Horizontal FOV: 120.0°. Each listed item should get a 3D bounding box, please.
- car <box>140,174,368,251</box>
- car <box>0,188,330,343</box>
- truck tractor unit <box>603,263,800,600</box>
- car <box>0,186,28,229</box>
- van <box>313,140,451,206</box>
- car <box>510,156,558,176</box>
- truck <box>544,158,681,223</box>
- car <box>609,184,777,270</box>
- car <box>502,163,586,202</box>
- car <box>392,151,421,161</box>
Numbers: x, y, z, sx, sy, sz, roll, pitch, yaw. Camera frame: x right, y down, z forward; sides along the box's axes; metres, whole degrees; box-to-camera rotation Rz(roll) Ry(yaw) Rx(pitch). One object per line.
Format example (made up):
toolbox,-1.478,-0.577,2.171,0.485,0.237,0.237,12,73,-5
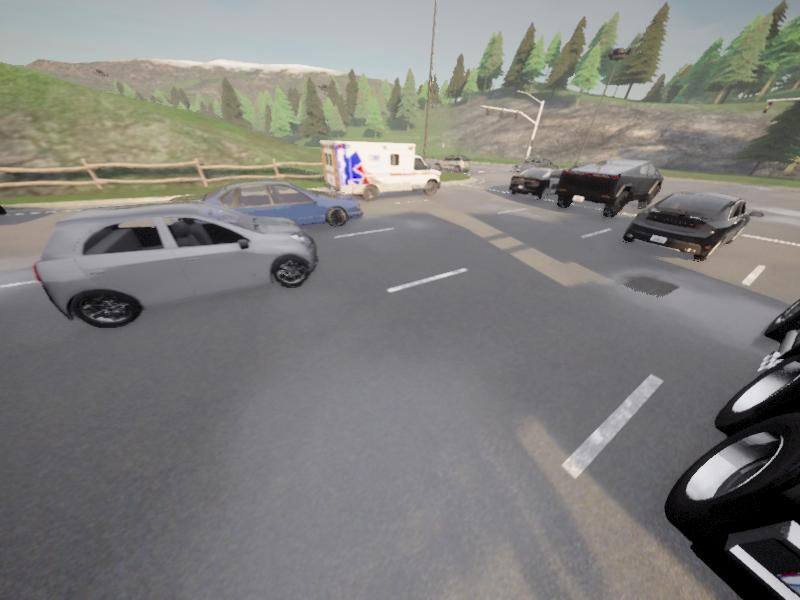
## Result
car,-3.948,-3.027,7.349,5.357,1.411,2.033,-17,38,-26
car,-3.452,-0.960,4.203,3.633,1.501,1.845,-17,38,-25
truck tractor unit,5.219,-0.150,0.893,6.516,4.208,3.053,-13,40,-27
car,-14.265,-2.261,5.489,5.238,1.638,1.930,-17,38,-26
van,-0.738,-6.699,12.008,6.366,2.431,2.351,-17,38,-26
car,14.467,-14.680,25.274,1.851,1.617,3.988,-13,37,-21
truck,10.189,-5.486,11.051,6.274,2.098,2.390,-19,39,-28
car,9.013,-2.483,7.099,4.892,1.490,1.837,-17,39,-26
car,8.741,-7.230,13.961,5.238,1.638,1.930,-22,41,-31
car,1.139,-25.373,40.678,4.718,1.301,1.895,23,39,28
